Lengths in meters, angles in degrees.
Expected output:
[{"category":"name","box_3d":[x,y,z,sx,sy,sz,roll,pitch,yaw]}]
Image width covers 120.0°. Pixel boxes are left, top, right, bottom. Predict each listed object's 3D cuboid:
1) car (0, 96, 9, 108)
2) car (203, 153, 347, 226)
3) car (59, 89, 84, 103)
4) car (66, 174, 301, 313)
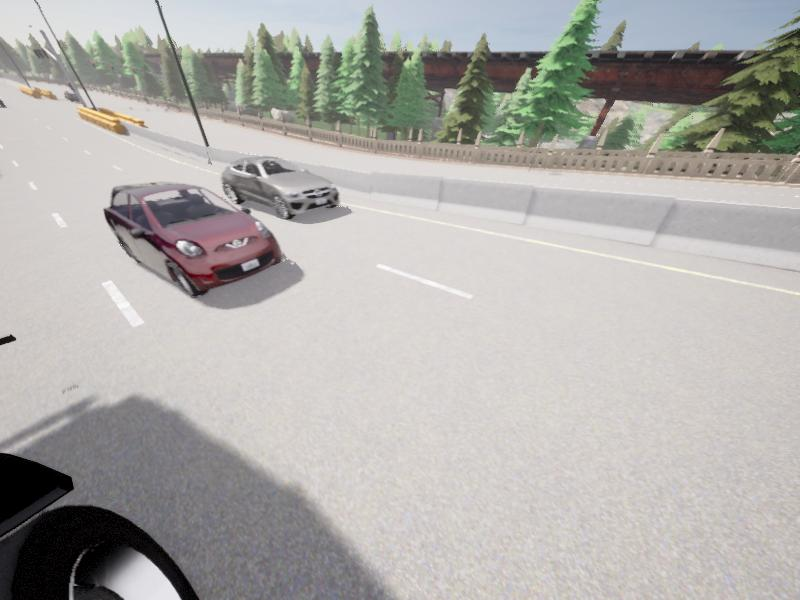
[{"category":"car","box_3d":[-54.119,-26.652,30.304,3.866,1.878,1.905,28,43,23]},{"category":"car","box_3d":[-4.650,-4.351,8.614,5.027,1.651,2.152,23,41,27]},{"category":"car","box_3d":[-65.367,-40.569,45.939,3.988,1.617,1.851,28,43,24]},{"category":"car","box_3d":[-4.116,-1.412,4.552,3.633,1.501,1.845,19,39,25]}]
